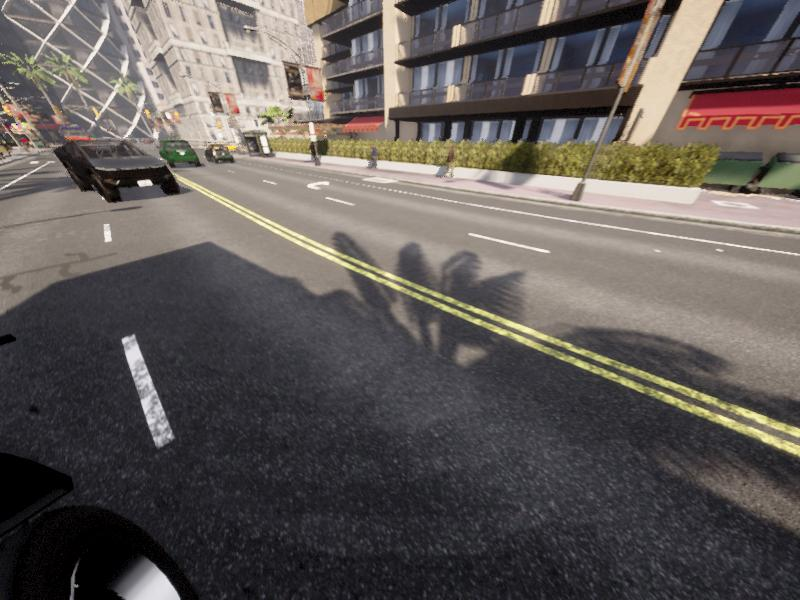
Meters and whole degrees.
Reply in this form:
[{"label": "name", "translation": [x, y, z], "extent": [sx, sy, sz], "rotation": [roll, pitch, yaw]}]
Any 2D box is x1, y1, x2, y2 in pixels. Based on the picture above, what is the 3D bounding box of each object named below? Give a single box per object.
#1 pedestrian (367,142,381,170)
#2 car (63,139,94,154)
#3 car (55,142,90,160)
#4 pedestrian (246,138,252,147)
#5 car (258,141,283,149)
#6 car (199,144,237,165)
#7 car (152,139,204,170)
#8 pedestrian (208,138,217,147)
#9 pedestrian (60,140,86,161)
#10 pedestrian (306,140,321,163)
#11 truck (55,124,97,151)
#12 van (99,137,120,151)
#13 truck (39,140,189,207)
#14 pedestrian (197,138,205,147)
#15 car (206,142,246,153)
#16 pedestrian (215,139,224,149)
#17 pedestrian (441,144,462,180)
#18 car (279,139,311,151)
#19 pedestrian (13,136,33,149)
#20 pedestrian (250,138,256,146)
[{"label": "pedestrian", "translation": [-2.061, -11.488, 18.430], "extent": [0.751, 1.860, 0.751], "rotation": [28, 43, 33]}, {"label": "car", "translation": [-50.245, -24.121, 36.179], "extent": [4.553, 1.767, 2.097], "rotation": [29, 44, 34]}, {"label": "car", "translation": [-38.873, -17.829, 27.538], "extent": [3.705, 1.549, 1.789], "rotation": [29, 44, 33]}, {"label": "pedestrian", "translation": [-40.276, -42.051, 61.612], "extent": [0.751, 1.860, 0.751], "rotation": [26, 42, 32]}, {"label": "car", "translation": [-32.304, -38.884, 57.784], "extent": [1.882, 1.535, 5.008], "rotation": [28, 43, 34]}, {"label": "car", "translation": [-19.077, -15.316, 24.193], "extent": [3.988, 1.617, 1.851], "rotation": [29, 44, 34]}, {"label": "car", "translation": [-20.082, -13.272, 20.870], "extent": [5.566, 2.045, 2.150], "rotation": [30, 44, 35]}, {"label": "pedestrian", "translation": [-44.251, -37.144, 54.534], "extent": [0.751, 1.860, 0.751], "rotation": [5, 35, 7]}, {"label": "pedestrian", "translation": [-34.024, -15.563, 24.068], "extent": [0.751, 1.860, 0.751], "rotation": [-28, 44, -34]}, {"label": "pedestrian", "translation": [-8.705, -14.928, 23.257], "extent": [0.751, 1.860, 0.751], "rotation": [28, 43, 34]}, {"label": "truck", "translation": [-59.791, -30.153, 42.902], "extent": [8.468, 3.827, 2.891], "rotation": [29, 44, 34]}, {"label": "van", "translation": [-54.345, -29.183, 43.201], "extent": [4.442, 1.987, 1.775], "rotation": [28, 44, 34]}, {"label": "truck", "translation": [-12.978, -5.982, 10.496], "extent": [6.274, 2.098, 2.390], "rotation": [20, 39, 25]}, {"label": "pedestrian", "translation": [-49.092, -38.856, 56.914], "extent": [0.751, 1.860, 0.751], "rotation": [-28, 44, -34]}, {"label": "car", "translation": [-30.881, -27.307, 41.206], "extent": [5.366, 1.575, 1.801], "rotation": [-24, 42, -31]}, {"label": "pedestrian", "translation": [-40.783, -35.259, 52.151], "extent": [0.751, 1.860, 0.751], "rotation": [24, 41, 30]}, {"label": "pedestrian", "translation": [3.162, -8.515, 14.252], "extent": [0.751, 1.860, 0.751], "rotation": [27, 43, 33]}, {"label": "car", "translation": [-21.981, -32.746, 48.705], "extent": [2.150, 2.045, 5.566], "rotation": [28, 43, 33]}, {"label": "pedestrian", "translation": [-66.688, -27.811, 40.859], "extent": [0.751, 1.860, 0.751], "rotation": [4, 35, 5]}, {"label": "pedestrian", "translation": [-40.050, -42.917, 62.853], "extent": [0.751, 1.860, 0.751], "rotation": [28, 43, 33]}]
